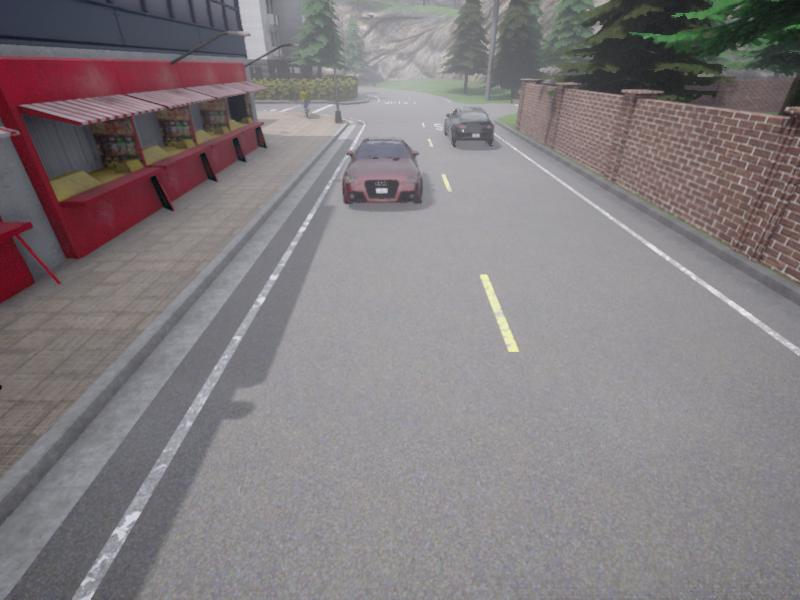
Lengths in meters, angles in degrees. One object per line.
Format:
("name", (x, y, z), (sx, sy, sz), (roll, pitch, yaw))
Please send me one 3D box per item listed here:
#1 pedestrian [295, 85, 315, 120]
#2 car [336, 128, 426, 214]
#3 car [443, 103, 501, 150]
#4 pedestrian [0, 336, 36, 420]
("pedestrian", (-5.808, -12.138, 24.552), (0.751, 1.860, 0.751), (-21, 36, -31))
("car", (-0.457, -3.720, 11.022), (1.994, 1.385, 4.181), (0, 30, -1))
("car", (3.151, -8.124, 18.487), (1.812, 1.442, 4.674), (0, 30, 0))
("pedestrian", (-4.112, 0.299, 3.303), (0.751, 1.860, 0.751), (5, 31, 8))
